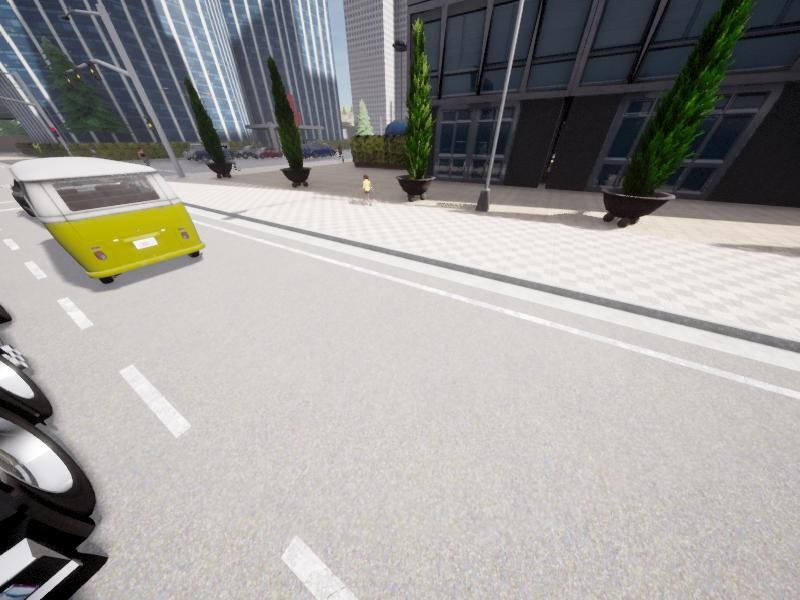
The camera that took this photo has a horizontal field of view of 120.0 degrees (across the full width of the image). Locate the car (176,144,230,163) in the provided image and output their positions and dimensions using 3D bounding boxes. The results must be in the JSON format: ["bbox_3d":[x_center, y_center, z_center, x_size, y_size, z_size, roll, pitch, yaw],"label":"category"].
[{"bbox_3d":[-25.570,-19.264,30.199,1.932,1.855,4.605,18,39,24],"label":"car"}]

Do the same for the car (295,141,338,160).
[{"bbox_3d":[-11.645,-21.251,32.801,2.150,2.045,5.566,18,39,24],"label":"car"}]

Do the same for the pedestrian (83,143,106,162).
[{"bbox_3d":[-36.024,-17.384,27.284,0.751,1.860,0.751,18,39,24],"label":"pedestrian"}]

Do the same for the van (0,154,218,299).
[{"bbox_3d":[-6.493,-1.953,5.111,4.442,1.987,1.775,21,40,27],"label":"van"}]

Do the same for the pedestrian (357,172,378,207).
[{"bbox_3d":[-1.221,-4.213,8.783,0.500,1.100,0.500,19,39,25],"label":"pedestrian"}]

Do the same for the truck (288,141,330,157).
[{"bbox_3d":[-15.234,-25.761,39.256,2.390,2.098,6.274,18,39,24],"label":"truck"}]

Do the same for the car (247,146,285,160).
[{"bbox_3d":[-19.334,-21.347,33.496,1.816,1.474,4.193,18,39,24],"label":"car"}]

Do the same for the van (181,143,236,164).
[{"bbox_3d":[-23.028,-17.823,28.017,1.775,1.987,4.442,18,39,24],"label":"van"}]

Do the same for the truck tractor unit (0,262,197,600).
[{"bbox_3d":[-5.108,-0.304,0.783,6.516,4.208,3.053,18,39,24],"label":"truck tractor unit"}]

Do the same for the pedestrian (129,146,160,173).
[{"bbox_3d":[-21.083,-11.589,19.121,0.751,1.860,0.751,9,36,13],"label":"pedestrian"}]

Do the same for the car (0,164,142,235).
[{"bbox_3d":[-11.690,-3.684,8.037,4.514,1.525,2.007,18,39,24],"label":"car"}]

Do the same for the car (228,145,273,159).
[{"bbox_3d":[-22.387,-22.376,34.868,2.152,1.651,5.027,18,39,24],"label":"car"}]

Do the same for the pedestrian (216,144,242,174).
[{"bbox_3d":[-12.791,-10.561,17.317,0.751,1.860,0.751,22,40,28],"label":"pedestrian"}]
